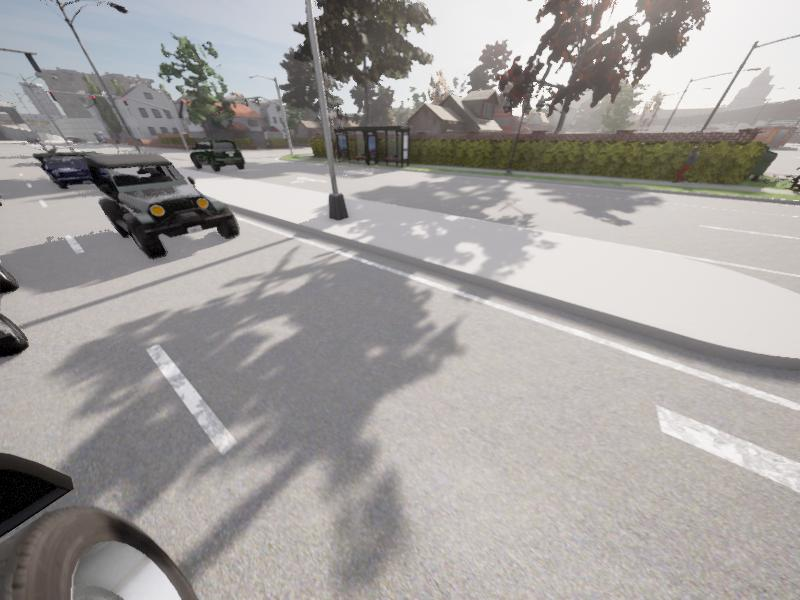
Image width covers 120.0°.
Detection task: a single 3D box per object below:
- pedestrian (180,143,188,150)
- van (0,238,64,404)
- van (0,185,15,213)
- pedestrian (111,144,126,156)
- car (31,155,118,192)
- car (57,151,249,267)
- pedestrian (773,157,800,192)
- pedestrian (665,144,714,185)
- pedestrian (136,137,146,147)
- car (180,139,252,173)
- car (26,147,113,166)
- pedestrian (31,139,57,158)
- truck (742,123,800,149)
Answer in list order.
[{"bbox_3d":[-39.751,-28.286,42.493,0.500,1.100,0.500,20,40,26],"label":"pedestrian"},{"bbox_3d":[-6.257,-0.210,2.408,4.480,2.038,2.069,21,40,28],"label":"van"},{"bbox_3d":[-16.662,-4.415,8.269,4.480,2.038,2.069,23,41,27],"label":"van"},{"bbox_3d":[-38.704,-20.674,31.788,0.751,1.300,0.751,25,42,30],"label":"pedestrian"},{"bbox_3d":[-17.713,-6.982,12.562,4.718,1.301,1.895,22,41,28],"label":"car"},{"bbox_3d":[-6.126,-2.554,5.847,3.866,1.878,1.905,22,41,28],"label":"car"},{"bbox_3d":[19.335,-6.187,10.914,0.751,1.860,0.751,18,39,23],"label":"pedestrian"},{"bbox_3d":[15.663,-7.381,12.581,0.751,1.860,0.751,20,40,26],"label":"pedestrian"},{"bbox_3d":[-60.849,-37.139,54.238,0.751,1.860,0.751,22,41,28],"label":"pedestrian"},{"bbox_3d":[-14.963,-11.791,18.755,5.566,2.045,2.150,22,41,28],"label":"car"},{"bbox_3d":[-32.119,-14.170,22.654,1.895,1.301,4.718,23,41,28],"label":"car"},{"bbox_3d":[-43.291,-18.477,28.151,0.751,1.860,0.751,-20,40,-26],"label":"pedestrian"},{"bbox_3d":[73.997,-32.876,46.240,2.891,3.827,8.468,22,42,28],"label":"truck"}]
